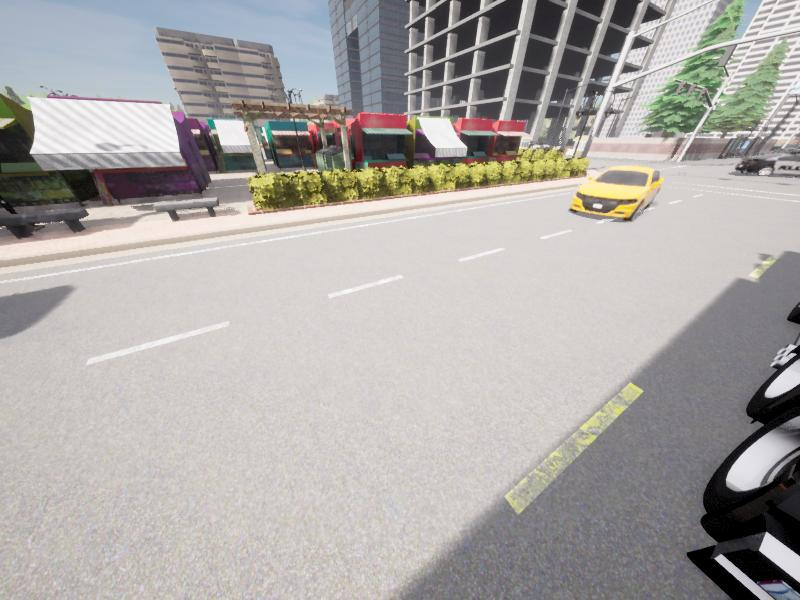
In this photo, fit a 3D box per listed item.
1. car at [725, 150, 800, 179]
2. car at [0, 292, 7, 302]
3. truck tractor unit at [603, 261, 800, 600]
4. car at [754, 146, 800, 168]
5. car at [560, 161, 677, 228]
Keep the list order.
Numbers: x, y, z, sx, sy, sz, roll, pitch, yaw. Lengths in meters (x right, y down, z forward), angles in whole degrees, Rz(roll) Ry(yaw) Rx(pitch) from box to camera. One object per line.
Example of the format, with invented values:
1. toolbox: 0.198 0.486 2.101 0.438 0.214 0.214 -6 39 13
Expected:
1. car: 29.464 -10.235 17.457 5.238 1.638 1.930 13 37 18
2. car: -8.183 0.392 2.078 4.193 1.474 1.816 -18 39 -24
3. truck tractor unit: 5.104 -0.307 0.788 6.516 4.208 3.053 -19 39 -24
4. car: 41.586 -15.605 25.137 4.553 1.767 2.097 -18 39 -24
5. car: 8.418 -4.240 8.799 5.008 1.535 1.882 -26 43 -32
